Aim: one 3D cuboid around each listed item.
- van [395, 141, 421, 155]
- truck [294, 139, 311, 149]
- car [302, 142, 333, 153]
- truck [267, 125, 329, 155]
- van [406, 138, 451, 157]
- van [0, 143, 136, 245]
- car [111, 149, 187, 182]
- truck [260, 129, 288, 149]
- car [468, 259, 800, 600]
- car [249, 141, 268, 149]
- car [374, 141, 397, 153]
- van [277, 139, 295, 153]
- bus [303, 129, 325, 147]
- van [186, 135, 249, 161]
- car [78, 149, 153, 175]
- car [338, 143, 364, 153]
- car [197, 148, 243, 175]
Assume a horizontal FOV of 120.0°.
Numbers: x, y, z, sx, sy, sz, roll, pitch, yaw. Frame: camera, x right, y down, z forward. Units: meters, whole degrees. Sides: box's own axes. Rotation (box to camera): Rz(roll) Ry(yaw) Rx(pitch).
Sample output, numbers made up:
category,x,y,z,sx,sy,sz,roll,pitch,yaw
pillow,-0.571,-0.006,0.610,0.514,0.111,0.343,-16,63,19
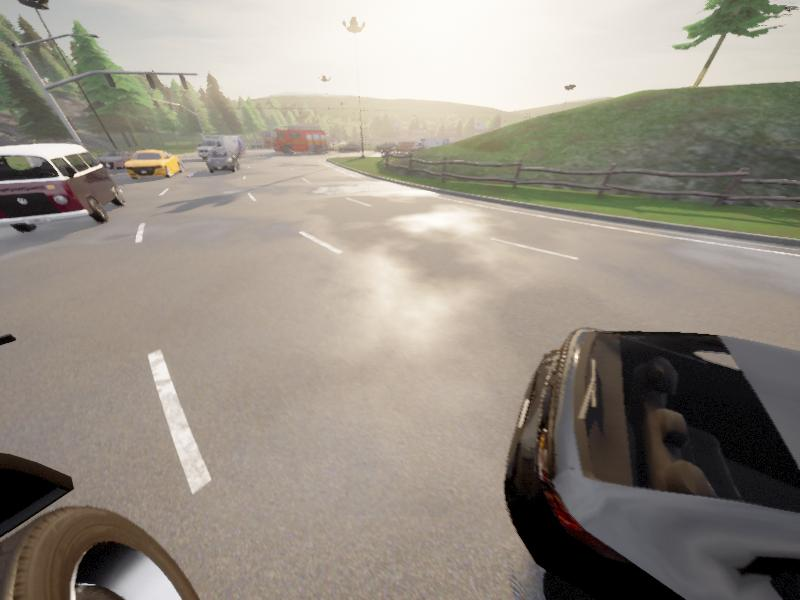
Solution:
category,x,y,z,sx,sy,sz,roll,pitch,yaw
van,1.373,-27.484,41.740,4.442,1.987,1.775,-4,35,-6
truck,-24.816,-40.066,59.269,2.390,2.098,6.274,-3,35,-6
car,-15.724,-29.231,44.278,5.027,1.651,2.152,-16,38,-23
truck,-16.952,-27.022,39.156,8.468,3.827,2.891,-23,41,-30
van,4.360,-23.819,36.145,6.366,2.431,2.351,-4,35,-6
van,-10.638,-3.571,7.135,2.069,2.038,4.480,-22,41,-28
car,-16.496,-9.211,15.580,1.882,1.535,5.008,-15,38,-21
truck,-31.855,-40.856,58.771,2.891,3.827,8.468,-3,35,-6
car,2.689,1.395,0.730,4.193,1.474,1.816,22,41,28
car,-35.078,-38.551,57.332,2.152,1.651,5.027,-3,35,-6
car,-2.932,-31.203,47.094,4.605,1.855,1.932,-5,35,-6
van,-21.598,-29.363,43.999,2.069,2.038,4.480,-7,35,-10
bus,-26.493,-50.291,72.060,3.944,4.253,10.273,-3,34,-5
van,-21.782,-18.590,28.184,2.351,2.431,6.366,1,35,1
car,-21.581,-10.725,17.816,1.994,1.385,4.181,-13,37,-19
car,-9.844,-30.483,46.301,4.792,1.488,2.163,-6,35,-9
car,-13.701,-10.729,17.818,1.845,1.501,3.633,-14,37,-19
